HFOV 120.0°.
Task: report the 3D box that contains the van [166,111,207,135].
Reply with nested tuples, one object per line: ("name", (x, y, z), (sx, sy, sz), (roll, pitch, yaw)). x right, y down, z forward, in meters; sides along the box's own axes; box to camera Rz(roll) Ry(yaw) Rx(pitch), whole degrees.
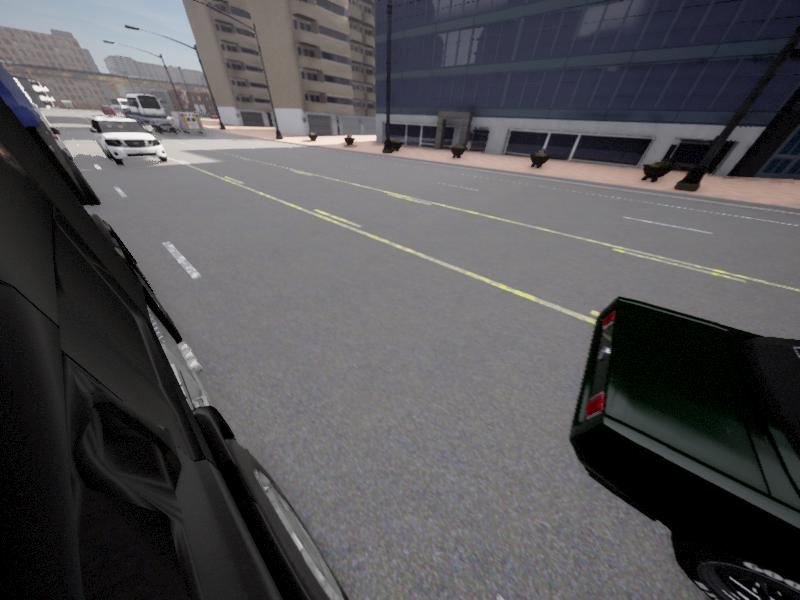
("van", (-31.955, -26.522, 34.564), (6.366, 2.431, 2.351), (29, 45, 29))

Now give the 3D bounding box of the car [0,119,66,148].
("car", (-28.572, -13.096, 18.116), (4.902, 1.511, 2.128), (28, 44, 30))

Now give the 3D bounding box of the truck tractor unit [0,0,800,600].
("truck tractor unit", (-2.645, -0.295, 0.351), (6.516, 4.208, 3.053), (28, 44, 30))

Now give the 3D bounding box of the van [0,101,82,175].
("van", (-18.285, -7.941, 11.120), (6.366, 2.431, 2.351), (28, 44, 30))

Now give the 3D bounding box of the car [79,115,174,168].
("car", (-15.534, -9.075, 13.104), (5.566, 2.045, 2.150), (28, 44, 30))

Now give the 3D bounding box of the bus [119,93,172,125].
("bus", (-49.575, -37.284, 44.978), (10.273, 4.253, 3.944), (30, 45, 29))

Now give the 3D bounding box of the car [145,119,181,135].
("car", (-32.220, -23.482, 31.375), (4.902, 1.511, 2.128), (29, 44, 29))

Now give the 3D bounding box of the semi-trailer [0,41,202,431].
("semi-trailer", (-8.734, -3.573, 4.202), (14.254, 4.402, 2.717), (28, 44, 30))

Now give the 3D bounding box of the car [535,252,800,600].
("car", (3.496, 1.440, 0.842), (4.718, 1.301, 1.895), (28, 44, 30))
